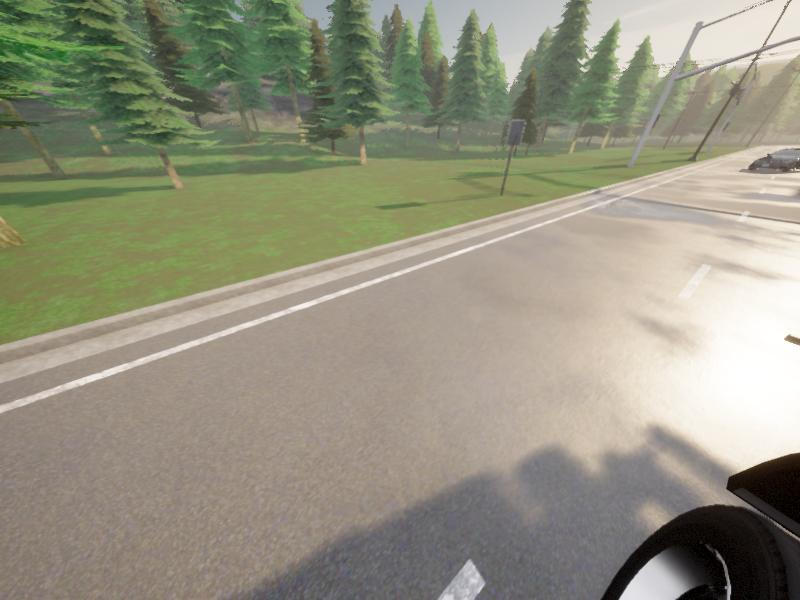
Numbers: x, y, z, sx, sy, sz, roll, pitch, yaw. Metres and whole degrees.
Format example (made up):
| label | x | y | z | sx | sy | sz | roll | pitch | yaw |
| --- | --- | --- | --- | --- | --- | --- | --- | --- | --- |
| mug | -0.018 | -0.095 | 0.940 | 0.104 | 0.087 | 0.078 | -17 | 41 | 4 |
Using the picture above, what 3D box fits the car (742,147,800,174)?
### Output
| label | x | y | z | sx | sy | sz | roll | pitch | yaw |
| --- | --- | --- | --- | --- | --- | --- | --- | --- | --- |
| car | 27.950 | -10.101 | 16.672 | 4.674 | 1.442 | 1.812 | -11 | 36 | -14 |
